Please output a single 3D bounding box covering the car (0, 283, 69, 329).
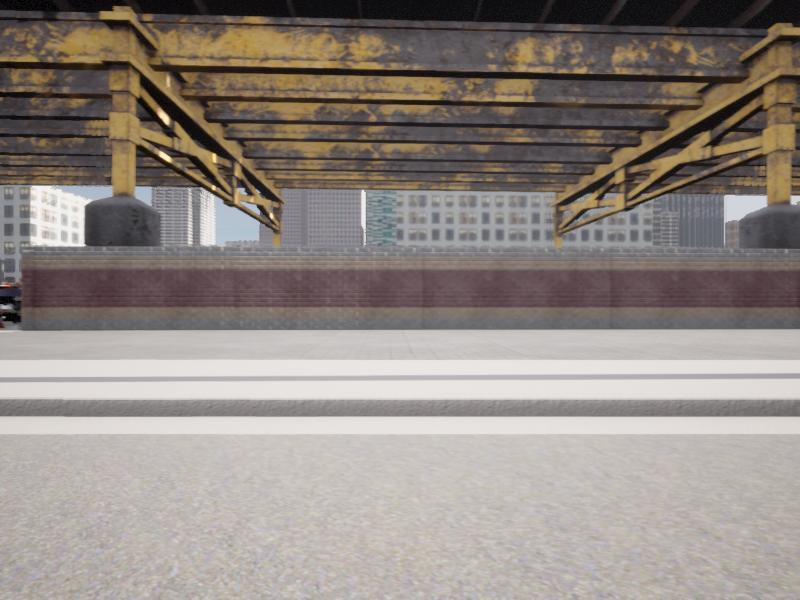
[{"bbox_3d":[-15.201,0.197,15.434,4.974,1.542,2.038,0,0,29],"label":"car"}]

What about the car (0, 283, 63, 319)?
[{"bbox_3d":[-15.247,0.039,15.459,4.536,1.218,1.853,0,0,29],"label":"car"}]
